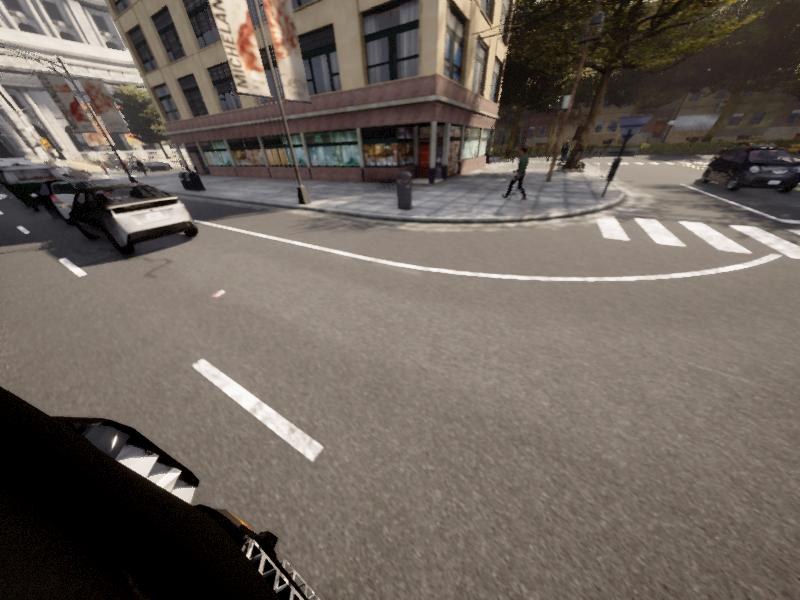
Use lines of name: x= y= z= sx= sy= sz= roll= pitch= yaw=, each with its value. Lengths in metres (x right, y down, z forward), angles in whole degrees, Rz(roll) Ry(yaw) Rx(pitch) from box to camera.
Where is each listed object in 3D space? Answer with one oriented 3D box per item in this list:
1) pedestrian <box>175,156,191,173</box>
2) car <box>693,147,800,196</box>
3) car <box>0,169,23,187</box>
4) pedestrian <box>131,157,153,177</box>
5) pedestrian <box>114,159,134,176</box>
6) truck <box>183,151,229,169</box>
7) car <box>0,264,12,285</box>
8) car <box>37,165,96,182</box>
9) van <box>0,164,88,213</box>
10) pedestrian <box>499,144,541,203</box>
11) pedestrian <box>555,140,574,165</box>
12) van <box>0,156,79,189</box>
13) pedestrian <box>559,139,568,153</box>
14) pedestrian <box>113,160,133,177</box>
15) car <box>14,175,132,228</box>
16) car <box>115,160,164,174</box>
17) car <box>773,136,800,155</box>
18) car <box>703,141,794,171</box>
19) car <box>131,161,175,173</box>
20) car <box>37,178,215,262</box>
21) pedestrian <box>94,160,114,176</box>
pedestrian: x=-28.082 y=-17.585 z=29.907 sx=0.751 sy=1.860 sz=0.751 roll=20 pitch=40 yaw=30
car: x=15.485 y=-5.772 z=10.162 sx=1.845 sy=1.501 sz=3.633 roll=15 pitch=38 yaw=24
car: x=-43.608 y=-12.371 z=23.734 sx=2.163 sy=1.488 sz=4.792 roll=16 pitch=38 yaw=26
pedestrian: x=-28.665 y=-14.717 z=25.656 sx=0.751 sy=1.860 sz=0.751 roll=20 pitch=40 yaw=30
pedestrian: x=-34.909 y=-16.800 z=29.243 sx=0.751 sy=1.860 sz=0.751 roll=13 pitch=37 yaw=22
truck: x=-34.773 y=-25.336 z=41.698 sx=2.627 sy=2.467 sz=5.204 roll=16 pitch=37 yaw=26
car: x=-10.439 y=-1.058 z=4.703 sx=3.705 sy=1.549 sz=1.789 roll=16 pitch=38 yaw=26
car: x=-40.479 y=-15.467 z=28.125 sx=1.845 sy=1.501 sz=3.633 roll=16 pitch=38 yaw=26
van: x=-19.420 y=-6.082 z=12.380 sx=4.442 sy=1.987 sz=1.775 roll=16 pitch=38 yaw=26
pedestrian: x=4.461 y=-4.735 z=8.682 sx=0.751 sy=1.860 sz=0.751 roll=-24 pitch=39 yaw=-29
pedestrian: x=15.008 y=-13.465 z=21.075 sx=0.751 sy=1.860 sz=0.751 roll=27 pitch=44 yaw=36
van: x=-39.208 y=-13.239 z=23.908 sx=2.351 sy=2.431 sz=6.366 roll=16 pitch=38 yaw=26
pedestrian: x=27.084 y=-25.499 z=38.314 sx=0.751 sy=1.860 sz=0.751 roll=16 pitch=38 yaw=25
pedestrian: x=-35.496 y=-16.925 z=29.653 sx=0.751 sy=1.860 sz=0.751 roll=17 pitch=39 yaw=27
car: x=-13.610 y=-4.237 z=9.672 sx=3.633 sy=1.501 sz=1.845 roll=16 pitch=38 yaw=25
car: x=-42.082 y=-21.598 z=37.433 sx=2.163 sy=1.488 sz=4.792 roll=16 pitch=38 yaw=26
car: x=41.183 y=-14.865 z=22.112 sx=5.366 sy=1.575 sz=1.801 roll=16 pitch=38 yaw=26
car: x=23.433 y=-9.894 z=15.808 sx=1.789 sy=1.549 sz=3.705 roll=15 pitch=38 yaw=24
car: x=-38.762 y=-20.949 z=36.358 sx=1.994 sy=1.385 sz=4.181 roll=16 pitch=38 yaw=26
car: x=-8.186 y=-2.634 z=6.943 sx=4.514 sy=1.525 sz=2.007 roll=16 pitch=38 yaw=26
pedestrian: x=-40.478 y=-18.006 z=31.578 sx=0.751 sy=1.860 sz=0.751 roll=17 pitch=38 yaw=26
